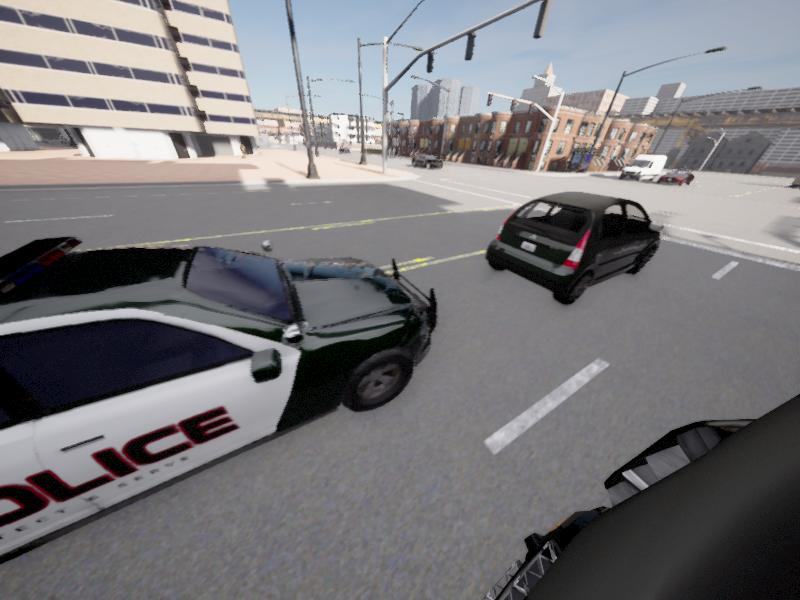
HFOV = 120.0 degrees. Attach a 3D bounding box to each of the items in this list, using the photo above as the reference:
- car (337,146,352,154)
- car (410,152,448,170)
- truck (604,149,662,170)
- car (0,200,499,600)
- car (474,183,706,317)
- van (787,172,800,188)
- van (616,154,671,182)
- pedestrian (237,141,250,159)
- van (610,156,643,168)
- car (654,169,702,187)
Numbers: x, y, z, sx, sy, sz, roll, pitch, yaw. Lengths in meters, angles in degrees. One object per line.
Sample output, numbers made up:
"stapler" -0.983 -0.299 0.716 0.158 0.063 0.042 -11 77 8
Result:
"car" -14.449 -38.997 60.091 2.128 1.511 4.902 -16 38 -26
"car" 3.460 -17.455 28.954 1.930 1.638 5.238 -16 38 -26
"truck" 54.581 -33.207 54.529 2.891 3.827 8.468 -16 38 -26
"car" -1.894 0.324 1.928 4.974 1.542 2.038 -16 38 -26
"car" 3.835 -1.347 4.805 3.988 1.617 1.851 -16 38 -26
"van" 50.806 -15.029 28.187 6.366 2.431 2.351 -16 38 -26
"van" 28.411 -15.423 26.981 5.915 2.561 1.988 -16 38 -26
"pedestrian" -19.899 -19.031 29.360 0.751 1.860 0.751 -6 35 -13
"van" 61.782 -37.842 63.203 1.988 2.561 5.915 -10 36 -18
"car" 29.384 -12.979 24.439 4.181 1.385 1.994 -16 38 -26
